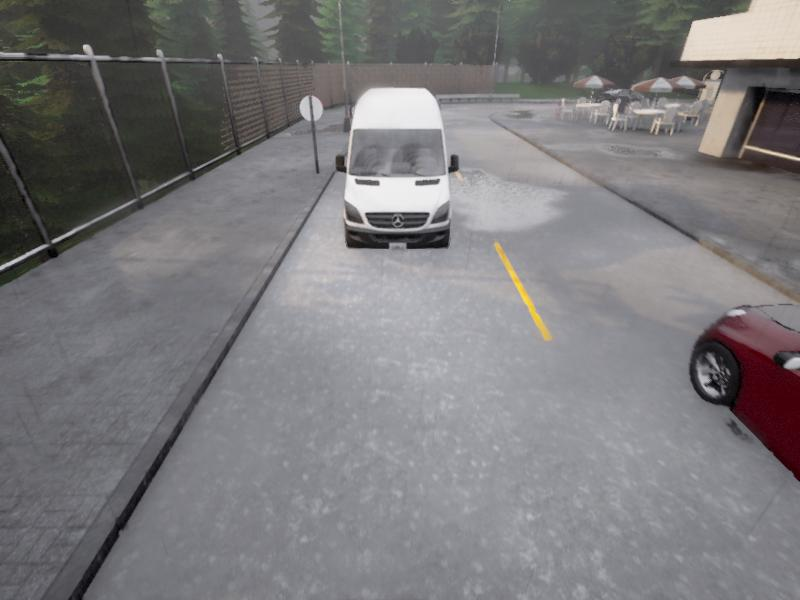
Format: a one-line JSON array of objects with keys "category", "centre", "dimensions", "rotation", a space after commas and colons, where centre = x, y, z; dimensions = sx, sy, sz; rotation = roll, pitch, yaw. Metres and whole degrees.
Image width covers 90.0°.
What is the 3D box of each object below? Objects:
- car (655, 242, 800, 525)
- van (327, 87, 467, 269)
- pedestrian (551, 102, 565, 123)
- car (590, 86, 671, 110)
[{"category": "car", "centre": [3.973, 0.975, 2.839], "dimensions": [1.845, 1.501, 3.633], "rotation": [0, 30, 0]}, {"category": "van", "centre": [-0.054, -3.148, 8.897], "dimensions": [1.988, 2.561, 5.915], "rotation": [0, 30, 0]}, {"category": "pedestrian", "centre": [9.339, -11.075, 23.664], "dimensions": [0.500, 1.100, 0.500], "rotation": [1, 30, 1]}, {"category": "car", "centre": [18.817, -16.611, 32.875], "dimensions": [5.238, 1.638, 1.930], "rotation": [0, 30, 0]}]
